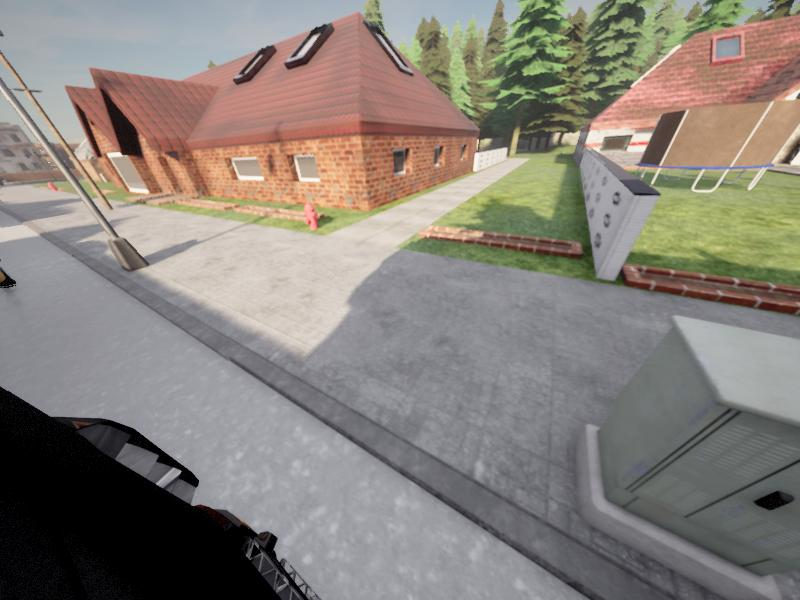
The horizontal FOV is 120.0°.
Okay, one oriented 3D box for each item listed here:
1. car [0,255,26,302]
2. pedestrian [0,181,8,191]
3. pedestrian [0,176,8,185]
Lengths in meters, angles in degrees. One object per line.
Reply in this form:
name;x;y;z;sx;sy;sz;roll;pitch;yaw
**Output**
car;-10.398;-0.890;4.785;5.008;1.535;1.882;16;38;26
pedestrian;-44.454;-12.947;25.255;0.751;1.860;0.751;21;40;31
pedestrian;-60.760;-18.204;35.219;0.500;1.100;0.500;26;43;36
